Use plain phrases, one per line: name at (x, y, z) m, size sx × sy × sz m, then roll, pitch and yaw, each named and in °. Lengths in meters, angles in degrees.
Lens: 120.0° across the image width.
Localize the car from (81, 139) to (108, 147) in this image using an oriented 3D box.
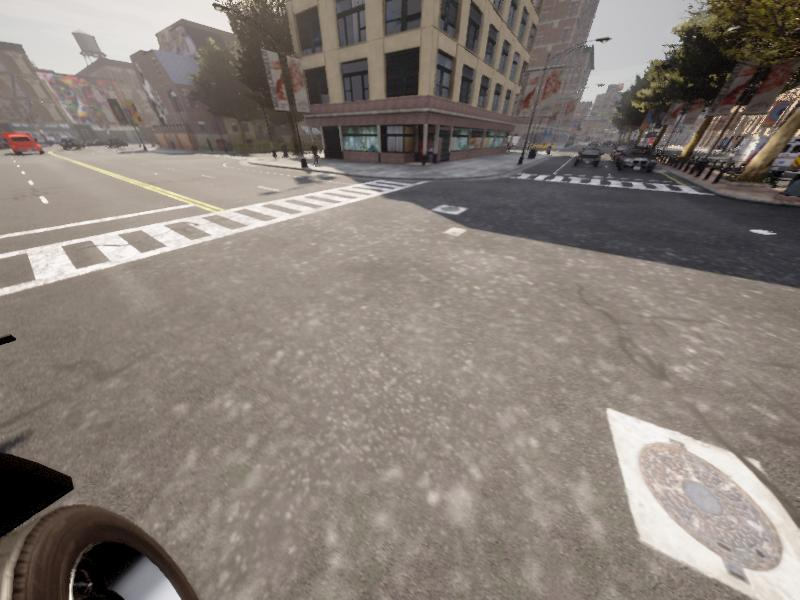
car at (-71.042, -36.615, 53.868) m, size 1.970 × 1.475 × 3.806 m, roll -11°, pitch 37°, yaw -15°

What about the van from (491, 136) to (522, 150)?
van at (24.619, -36.528, 53.696) m, size 5.915 × 2.561 × 1.988 m, roll 20°, pitch 40°, yaw 26°

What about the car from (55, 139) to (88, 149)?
car at (-67.924, -32.383, 47.849) m, size 2.007 × 1.525 × 4.514 m, roll -15°, pitch 38°, yaw -20°

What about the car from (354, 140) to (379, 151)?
car at (-6.787, -31.574, 47.144) m, size 1.930 × 1.638 × 5.238 m, roll 22°, pitch 41°, yaw 28°

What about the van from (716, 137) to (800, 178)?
van at (29.259, -11.635, 18.572) m, size 2.351 × 2.431 × 6.366 m, roll 22°, pitch 41°, yaw 28°

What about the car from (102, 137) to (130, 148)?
car at (-61.664, -34.340, 50.317) m, size 1.932 × 1.855 × 4.605 m, roll -15°, pitch 38°, yaw -20°

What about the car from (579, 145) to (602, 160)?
car at (26.097, -20.314, 31.646) m, size 1.837 × 1.490 × 4.892 m, roll 22°, pitch 40°, yaw 27°

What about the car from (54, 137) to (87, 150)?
car at (-59.338, -28.280, 41.756) m, size 1.932 × 1.855 × 4.605 m, roll -23°, pitch 41°, yaw -29°

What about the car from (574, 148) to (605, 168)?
car at (18.637, -14.054, 22.747) m, size 1.812 × 1.442 × 4.674 m, roll 22°, pitch 41°, yaw 28°

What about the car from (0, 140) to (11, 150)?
car at (-69.253, -26.161, 39.020) m, size 2.002 × 1.452 × 4.674 m, roll -22°, pitch 41°, yaw -28°

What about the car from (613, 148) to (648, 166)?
car at (24.536, -15.405, 24.784) m, size 1.994 × 1.385 × 4.181 m, roll 22°, pitch 41°, yaw 27°

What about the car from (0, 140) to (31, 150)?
car at (-72.358, -28.892, 42.988) m, size 1.895 × 1.301 × 4.718 m, roll -15°, pitch 38°, yaw -21°

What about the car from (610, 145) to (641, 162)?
car at (28.338, -18.603, 29.228) m, size 2.128 × 1.511 × 4.902 m, roll 22°, pitch 41°, yaw 28°

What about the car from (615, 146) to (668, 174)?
car at (20.411, -12.114, 19.820) m, size 2.242 × 1.667 × 4.611 m, roll 22°, pitch 41°, yaw 28°

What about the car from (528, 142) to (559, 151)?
car at (31.483, -33.811, 50.745) m, size 5.366 × 1.575 × 1.801 m, roll 10°, pitch 36°, yaw 13°

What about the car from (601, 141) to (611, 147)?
car at (68.570, -51.842, 76.805) m, size 2.033 × 1.411 × 5.357 m, roll 22°, pitch 41°, yaw 28°

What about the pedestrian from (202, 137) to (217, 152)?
pedestrian at (-28.941, -23.575, 35.098) m, size 0.751 × 1.860 × 0.751 m, roll 7°, pitch 36°, yaw 9°

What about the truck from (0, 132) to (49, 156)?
truck at (-50.383, -20.916, 30.894) m, size 5.204 × 2.467 × 2.627 m, roll 22°, pitch 41°, yaw 28°

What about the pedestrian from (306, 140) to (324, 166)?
pedestrian at (-7.171, -12.425, 19.517) m, size 0.751 × 1.860 × 0.751 m, roll 26°, pitch 43°, yaw 32°

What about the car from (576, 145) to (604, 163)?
car at (22.391, -17.235, 27.220) m, size 2.007 × 1.525 × 4.514 m, roll 22°, pitch 41°, yaw 28°

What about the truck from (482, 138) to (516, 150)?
truck at (22.052, -34.865, 51.695) m, size 6.274 × 2.098 × 2.390 m, roll 21°, pitch 40°, yaw 27°
